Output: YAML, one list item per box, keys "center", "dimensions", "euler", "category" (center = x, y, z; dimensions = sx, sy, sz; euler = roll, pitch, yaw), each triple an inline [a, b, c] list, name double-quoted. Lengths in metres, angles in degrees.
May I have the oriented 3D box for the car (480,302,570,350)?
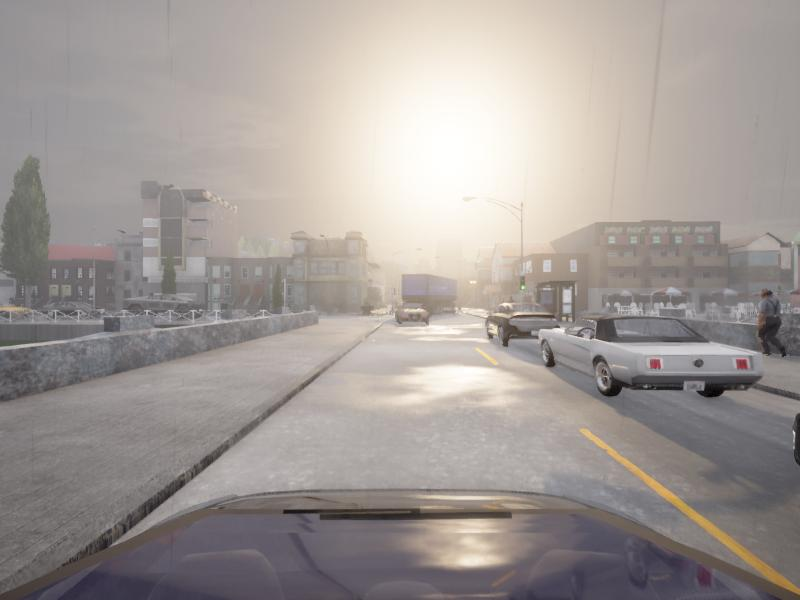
- center: [4.450, 0.837, 15.143]
  dimensions: [2.128, 1.511, 4.902]
  euler: [0, 0, 3]
  category: "car"

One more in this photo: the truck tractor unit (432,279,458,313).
- center: [5.825, -0.523, 53.002]
  dimensions: [3.053, 4.208, 6.516]
  euler: [0, 0, 3]
  category: "truck tractor unit"

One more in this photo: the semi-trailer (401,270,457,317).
- center: [3.738, -0.623, 45.432]
  dimensions: [2.717, 4.402, 14.254]
  euler: [0, 0, 20]
  category: "semi-trailer"

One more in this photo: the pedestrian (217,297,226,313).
- center: [-20.086, 0.547, 45.086]
  dimensions: [0.751, 1.860, 0.751]
  euler: [0, 0, -3]
  category: "pedestrian"

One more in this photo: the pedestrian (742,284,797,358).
- center: [9.647, 0.533, 10.485]
  dimensions: [0.751, 1.860, 0.751]
  euler: [0, 0, 2]
  category: "pedestrian"

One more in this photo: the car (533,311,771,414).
- center: [4.303, 0.944, 7.966]
  dimensions: [1.895, 1.301, 4.718]
  euler: [0, 0, 2]
  category: "car"

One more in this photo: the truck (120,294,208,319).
- center: [-20.415, 0.542, 34.832]
  dimensions: [6.274, 2.098, 2.390]
  euler: [0, 0, 2]
  category: "truck"

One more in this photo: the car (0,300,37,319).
- center: [-35.539, 0.801, 35.340]
  dimensions: [5.366, 1.575, 1.801]
  euler: [0, 0, 2]
  category: "car"

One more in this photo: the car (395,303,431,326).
- center: [0.801, 0.907, 26.991]
  dimensions: [1.994, 1.385, 4.181]
  euler: [0, 0, -5]
  category: "car"

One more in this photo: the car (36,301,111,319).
- center: [-28.550, 0.836, 35.105]
  dimensions: [4.902, 1.511, 2.128]
  euler: [0, 0, 2]
  category: "car"

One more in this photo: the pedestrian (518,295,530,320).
- center: [9.448, 0.533, 30.420]
  dimensions: [0.751, 1.860, 0.751]
  euler: [0, 0, 8]
  category: "pedestrian"

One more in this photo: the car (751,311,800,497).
- center: [4.079, 0.844, 1.222]
  dimensions: [1.837, 1.490, 4.892]
  euler: [0, 0, 2]
  category: "car"

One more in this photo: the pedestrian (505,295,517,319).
- center: [8.795, 0.533, 31.650]
  dimensions: [0.751, 1.860, 0.751]
  euler: [0, 0, 31]
  category: "pedestrian"
